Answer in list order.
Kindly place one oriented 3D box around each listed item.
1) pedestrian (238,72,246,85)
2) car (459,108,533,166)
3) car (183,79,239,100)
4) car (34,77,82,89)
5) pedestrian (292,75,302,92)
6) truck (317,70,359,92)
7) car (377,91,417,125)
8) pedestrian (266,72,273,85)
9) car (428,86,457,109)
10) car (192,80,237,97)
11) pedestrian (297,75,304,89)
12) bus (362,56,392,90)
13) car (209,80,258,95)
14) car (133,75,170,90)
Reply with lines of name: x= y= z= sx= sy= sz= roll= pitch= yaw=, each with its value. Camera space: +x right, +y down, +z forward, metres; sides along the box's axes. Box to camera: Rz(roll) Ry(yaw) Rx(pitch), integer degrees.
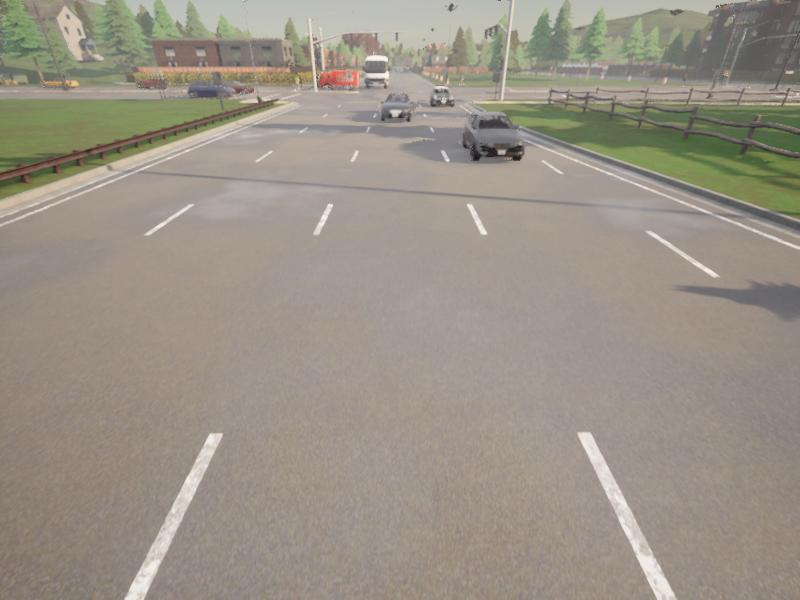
pedestrian: x=-27.052 y=-37.959 z=68.613 sx=0.751 sy=1.860 sz=0.751 roll=0 pitch=30 yaw=0
car: x=3.507 y=-6.384 z=15.429 sx=1.816 sy=1.474 sz=4.193 roll=0 pitch=30 yaw=0
car: x=-19.704 y=-22.057 z=41.874 sx=4.553 sy=1.767 sz=2.097 roll=0 pitch=30 yaw=1
car: x=-52.192 y=-33.197 z=61.111 sx=5.366 sy=1.575 sz=1.801 roll=1 pitch=30 yaw=2
pedestrian: x=-13.074 y=-27.585 z=50.899 sx=0.751 sy=1.860 sz=0.751 roll=4 pitch=31 yaw=7
truck: x=-8.300 y=-29.863 z=54.559 sx=5.204 sy=2.467 sz=2.627 roll=1 pitch=30 yaw=0
car: x=-0.103 y=-12.321 z=25.531 sx=2.128 sy=1.511 sz=4.902 roll=2 pitch=30 yaw=3
pedestrian: x=-22.341 y=-37.832 z=68.395 sx=0.751 sy=1.860 sz=0.751 roll=0 pitch=30 yaw=1
car: x=3.509 y=-17.087 z=33.701 sx=1.970 sy=1.475 sz=3.806 roll=0 pitch=30 yaw=0
car: x=-20.758 y=-23.754 z=44.959 sx=3.988 sy=1.617 sz=1.851 roll=0 pitch=30 yaw=1
pedestrian: x=-14.978 y=-32.866 z=60.218 sx=0.751 sy=1.860 sz=0.751 roll=-5 pitch=31 yaw=-9
bus: x=-3.369 y=-35.236 z=61.945 sx=3.944 sy=4.253 sz=10.273 roll=0 pitch=30 yaw=0
car: x=-19.930 y=-25.466 z=48.005 sx=4.792 sy=1.488 sz=2.163 roll=0 pitch=30 yaw=0
car: x=-36.182 y=-31.763 z=58.353 sx=3.866 sy=1.878 sz=1.905 roll=-2 pitch=30 yaw=-4
